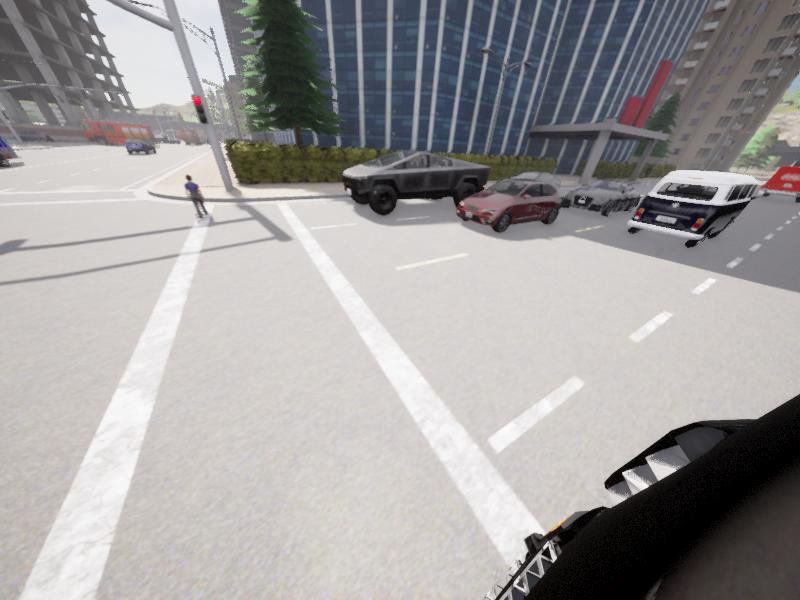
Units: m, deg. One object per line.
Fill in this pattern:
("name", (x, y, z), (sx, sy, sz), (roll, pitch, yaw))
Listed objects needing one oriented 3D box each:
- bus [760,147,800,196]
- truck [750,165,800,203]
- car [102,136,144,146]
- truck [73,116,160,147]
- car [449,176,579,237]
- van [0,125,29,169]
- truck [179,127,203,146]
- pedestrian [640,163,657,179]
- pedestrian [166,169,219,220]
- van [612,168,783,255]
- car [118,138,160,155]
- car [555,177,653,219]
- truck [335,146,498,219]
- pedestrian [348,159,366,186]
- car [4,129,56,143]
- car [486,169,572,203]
("bus", (46.562, -14.376, 26.023), (10.273, 4.253, 3.944), (-15, 38, -26))
("truck", (33.730, -9.996, 19.856), (5.204, 2.467, 2.627), (-15, 38, -27))
("car", (-52.368, -30.137, 43.824), (4.718, 1.301, 1.895), (-16, 38, -27))
("truck", (-49.719, -29.695, 41.097), (8.468, 3.827, 2.891), (-16, 38, -27))
("car", (4.087, -3.548, 8.367), (4.193, 1.474, 1.816), (-16, 38, -26))
("van", (-24.661, -8.360, 12.320), (2.351, 2.431, 6.366), (-16, 38, -26))
("truck", (-56.501, -44.308, 62.609), (2.891, 3.827, 8.468), (-16, 38, -26))
("pedestrian", (34.093, -17.642, 31.705), (0.751, 1.860, 0.751), (-16, 38, -27))
("pedestrian", (-6.332, -3.254, 7.144), (0.751, 1.300, 0.751), (-16, 38, -26))
("van", (9.990, -3.198, 7.850), (4.480, 2.038, 2.069), (-16, 38, -26))
("car", (-31.623, -18.680, 28.136), (2.007, 1.525, 4.514), (-15, 37, -25))
("car", (10.128, -5.195, 11.495), (4.181, 1.385, 1.994), (-16, 38, -27))
("truck", (0.796, -5.117, 9.882), (6.274, 2.098, 2.390), (-16, 38, -26))
("pedestrian", (-2.526, -7.588, 13.728), (0.751, 1.300, 0.751), (-16, 38, -26))
("car", (-61.897, -27.509, 38.793), (3.988, 1.617, 1.851), (-15, 38, -26))
("car", (7.574, -6.738, 13.534), (4.674, 1.442, 1.812), (-16, 38, -26))
